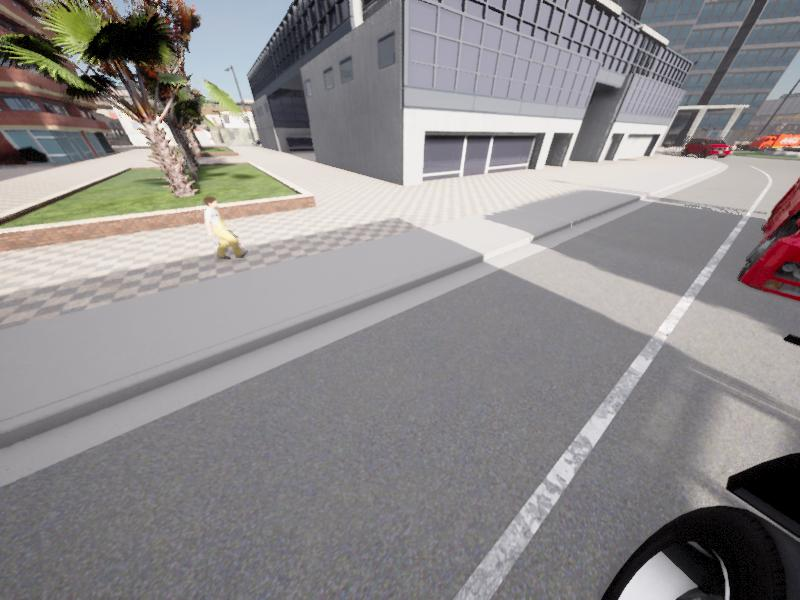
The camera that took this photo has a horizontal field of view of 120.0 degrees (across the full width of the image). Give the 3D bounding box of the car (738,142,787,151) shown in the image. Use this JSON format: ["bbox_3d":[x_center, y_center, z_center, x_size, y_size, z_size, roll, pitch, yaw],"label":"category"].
[{"bbox_3d":[66.004,-27.991,42.171,4.718,1.301,1.895,7,36,10],"label":"car"}]

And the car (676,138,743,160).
[{"bbox_3d":[38.463,-19.077,29.016,2.150,2.045,5.566,10,37,15],"label":"car"}]

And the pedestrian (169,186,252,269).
[{"bbox_3d":[-3.551,-1.424,4.501,0.751,1.300,0.751,-17,38,-22],"label":"pedestrian"}]

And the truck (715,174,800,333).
[{"bbox_3d":[9.440,-2.209,3.686,8.468,3.827,2.891,-22,41,-28],"label":"truck"}]

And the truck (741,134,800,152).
[{"bbox_3d":[63.479,-26.657,39.281,5.204,2.467,2.627,6,35,8],"label":"truck"}]
